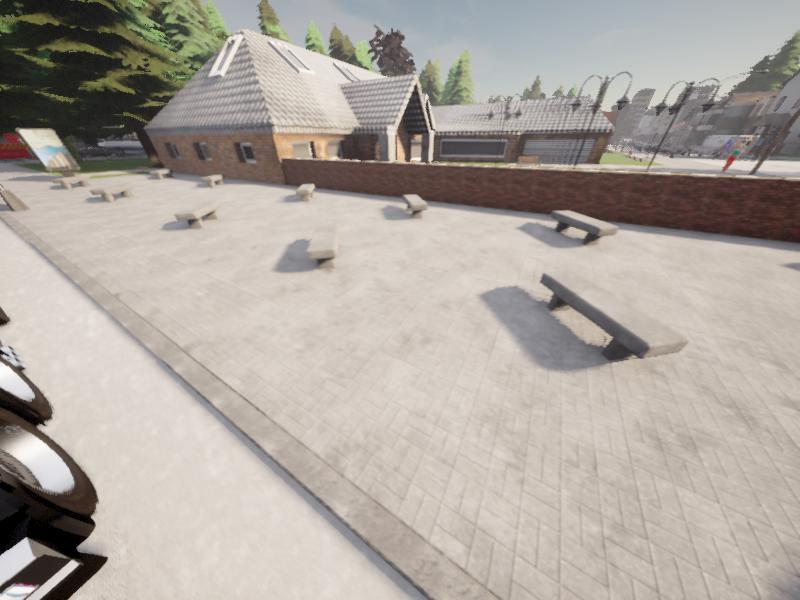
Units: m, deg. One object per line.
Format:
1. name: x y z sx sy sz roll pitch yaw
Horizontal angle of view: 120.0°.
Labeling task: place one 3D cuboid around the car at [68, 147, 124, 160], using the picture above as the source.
1. car: -47.859 -23.225 36.521 1.837 1.490 4.892 19 39 25

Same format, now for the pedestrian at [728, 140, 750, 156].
1. pedestrian: 46.300 -20.762 31.573 0.751 1.860 0.751 25 42 31

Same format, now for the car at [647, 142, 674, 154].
1. car: 45.116 -26.353 40.041 1.851 1.617 3.988 18 39 25

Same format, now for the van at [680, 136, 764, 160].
1. van: 42.194 -20.343 30.713 2.351 2.431 6.366 2 36 3

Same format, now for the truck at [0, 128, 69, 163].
1. truck: -54.700 -21.658 32.308 2.891 3.827 8.468 14 37 19

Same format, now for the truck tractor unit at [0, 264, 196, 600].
1. truck tractor unit: -5.111 -0.300 0.784 6.516 4.208 3.053 18 39 24

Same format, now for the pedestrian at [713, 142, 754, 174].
1. pedestrian: 23.599 -10.074 16.405 0.751 1.860 0.751 25 42 32

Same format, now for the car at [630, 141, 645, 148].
1. car: 68.813 -45.257 67.041 1.882 1.535 5.008 18 39 24

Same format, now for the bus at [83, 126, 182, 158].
1. bus: -47.839 -28.757 41.999 3.944 4.253 10.273 18 39 24

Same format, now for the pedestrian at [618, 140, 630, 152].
1. pedestrian: 40.648 -27.969 41.958 0.751 1.860 0.751 17 39 24

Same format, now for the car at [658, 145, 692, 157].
1. car: 41.630 -22.753 35.116 1.994 1.385 4.181 18 38 25

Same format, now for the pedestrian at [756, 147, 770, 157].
1. pedestrian: 47.618 -19.441 30.289 0.500 1.100 0.500 -30 44 -35
